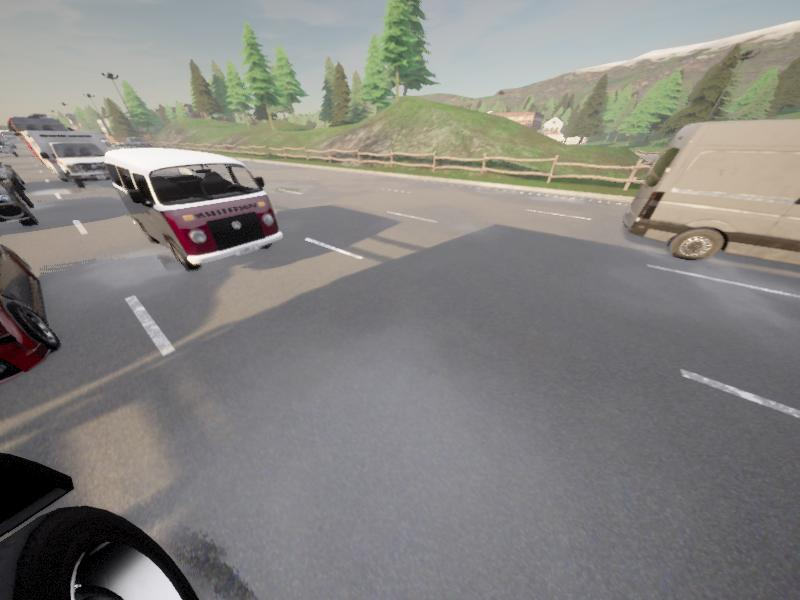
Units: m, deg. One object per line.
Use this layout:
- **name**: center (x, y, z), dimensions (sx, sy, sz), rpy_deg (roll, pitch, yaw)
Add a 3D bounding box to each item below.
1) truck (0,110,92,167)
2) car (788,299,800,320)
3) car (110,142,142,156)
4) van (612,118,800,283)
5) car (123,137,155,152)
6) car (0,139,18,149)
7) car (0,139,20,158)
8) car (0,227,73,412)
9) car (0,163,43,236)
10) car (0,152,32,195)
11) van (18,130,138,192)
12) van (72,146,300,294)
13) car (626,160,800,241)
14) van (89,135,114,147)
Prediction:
- **truck**: center (-33.590, -15.266, 22.001), dimensions (8.468, 3.827, 2.891), rpy_deg (23, 41, 29)
- **car**: center (7.985, 0.936, 1.456), dimensions (5.357, 1.411, 2.033), rpy_deg (22, 40, 28)
- **car**: center (-39.494, -21.836, 33.332), dimensions (3.806, 1.475, 1.970), rpy_deg (23, 41, 29)
- **van**: center (8.422, -1.803, 4.361), dimensions (5.915, 2.561, 1.988), rpy_deg (22, 41, 28)
- **car**: center (-45.972, -27.345, 40.609), dimensions (5.566, 2.045, 2.150), rpy_deg (23, 41, 29)
- **car**: center (-78.654, -31.147, 46.112), dimensions (4.974, 1.542, 2.038), rpy_deg (23, 41, 29)
- **car**: center (-48.725, -18.451, 28.082), dimensions (4.605, 1.855, 1.932), rpy_deg (23, 41, 29)
- **car**: center (-6.023, 0.087, 2.592), dimensions (4.181, 1.385, 1.994), rpy_deg (23, 41, 29)
- **car**: center (-13.191, -3.133, 6.850), dimensions (5.027, 1.651, 2.152), rpy_deg (23, 41, 29)
- **car**: center (-20.327, -6.130, 11.168), dimensions (4.792, 1.488, 2.163), rpy_deg (23, 41, 29)
- **van**: center (-17.900, -7.883, 12.860), dimensions (6.366, 2.431, 2.351), rpy_deg (22, 40, 27)
- **van**: center (-4.748, -2.189, 5.222), dimensions (4.480, 2.038, 2.069), rpy_deg (23, 41, 29)
- **car**: center (10.671, -3.036, 6.916), dimensions (5.238, 1.638, 1.930), rpy_deg (21, 40, 27)
- **van**: center (-74.212, -39.594, 57.431), dimensions (6.366, 2.431, 2.351), rpy_deg (23, 41, 29)
